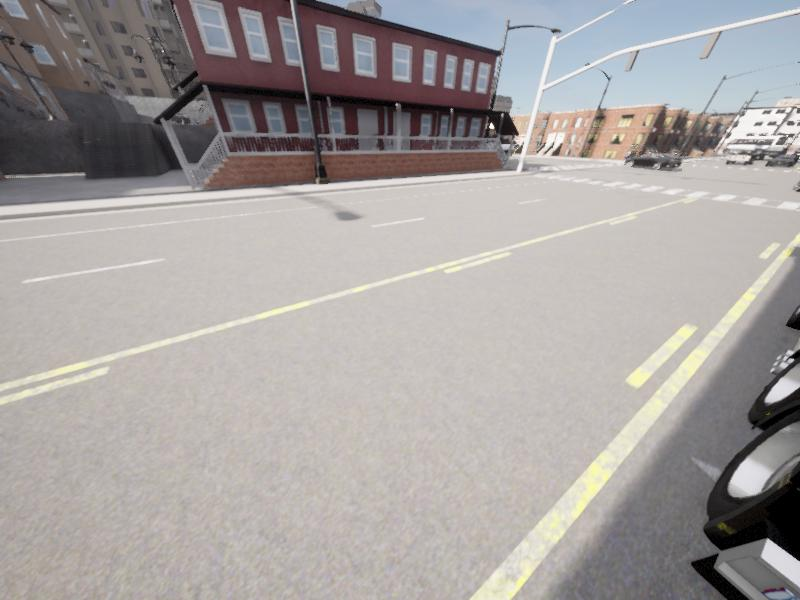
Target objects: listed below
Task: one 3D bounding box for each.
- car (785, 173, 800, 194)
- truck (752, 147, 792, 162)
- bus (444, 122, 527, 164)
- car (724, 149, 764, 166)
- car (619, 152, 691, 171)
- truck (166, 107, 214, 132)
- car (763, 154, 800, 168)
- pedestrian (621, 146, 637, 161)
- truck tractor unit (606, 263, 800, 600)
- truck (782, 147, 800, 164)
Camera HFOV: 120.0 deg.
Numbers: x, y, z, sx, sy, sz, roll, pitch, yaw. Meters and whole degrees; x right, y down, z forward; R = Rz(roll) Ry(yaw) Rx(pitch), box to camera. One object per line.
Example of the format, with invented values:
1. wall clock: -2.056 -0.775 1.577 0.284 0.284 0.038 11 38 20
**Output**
1. car: 24.042 -6.302 12.351 2.163 1.488 4.792 27 42 32
2. truck: 65.781 -25.818 40.827 6.274 2.098 2.390 -18 39 -25
3. bus: 11.323 -22.063 32.477 3.944 4.253 10.273 -18 39 -25
4. car: 48.342 -20.120 32.452 4.605 1.855 1.932 -18 39 -25
5. car: 27.609 -15.235 25.315 2.128 1.511 4.902 -6 35 -10
6. truck: -39.494 -34.027 43.793 6.274 2.098 2.390 -7 33 -32
7. car: 49.925 -18.118 30.034 4.181 1.385 1.994 -18 39 -25
8. pedestrian: 33.956 -21.749 34.242 0.751 1.860 0.751 -20 40 -27
9. truck tractor unit: 5.098 -0.306 0.828 6.516 4.208 3.053 -18 37 -25
10. truck: 65.008 -23.268 37.123 6.274 2.098 2.390 -18 39 -25
